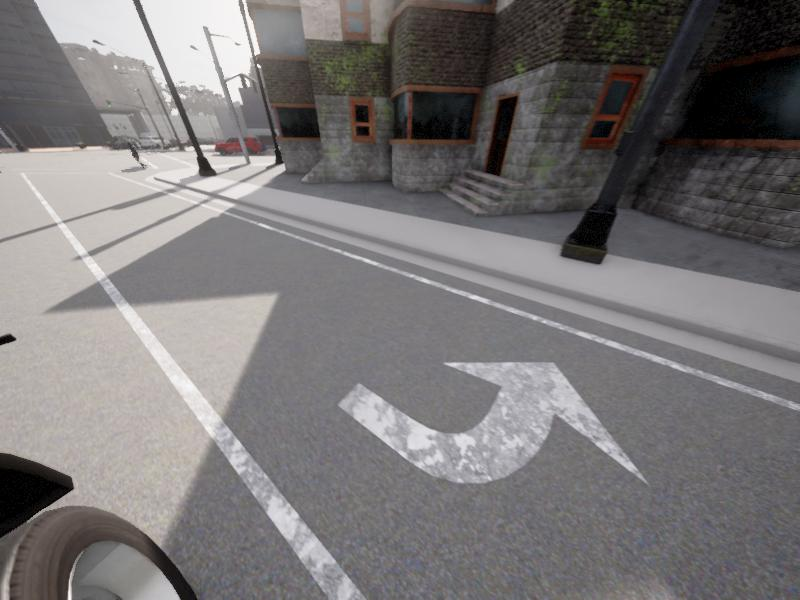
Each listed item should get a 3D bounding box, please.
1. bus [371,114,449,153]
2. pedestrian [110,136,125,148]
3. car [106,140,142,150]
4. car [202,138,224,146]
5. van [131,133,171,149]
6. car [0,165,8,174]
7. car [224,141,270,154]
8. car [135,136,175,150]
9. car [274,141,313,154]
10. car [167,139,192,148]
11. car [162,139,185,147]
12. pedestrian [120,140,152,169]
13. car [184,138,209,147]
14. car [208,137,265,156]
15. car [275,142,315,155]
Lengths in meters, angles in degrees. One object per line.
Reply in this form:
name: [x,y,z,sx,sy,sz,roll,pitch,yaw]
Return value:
bus: [1.331,-24.166,33.619,10.273,4.253,3.944,-7,36,-7]
pedestrian: [-53.846,-30.192,44.059,0.751,1.860,0.751,-6,36,-9]
car: [-49.166,-27.730,41.266,1.816,1.474,4.193,-5,36,-8]
car: [-49.150,-41.621,60.766,1.930,1.638,5.238,-2,35,-4]
van: [-50.398,-32.431,46.978,1.988,2.561,5.915,-5,36,-8]
car: [-29.611,-9.407,15.726,4.718,1.301,1.895,17,38,21]
car: [-22.466,-22.575,34.140,5.008,1.535,1.882,-6,36,-8]
car: [-46.184,-29.812,43.749,2.150,2.045,5.566,-5,36,-8]
car: [-16.077,-23.199,35.066,4.892,1.490,1.837,-6,36,-8]
car: [-47.362,-33.670,49.687,1.816,1.474,4.193,-5,36,-8]
car: [-51.580,-35.830,52.645,1.845,1.501,3.633,-6,36,-9]
pedestrian: [-20.292,-11.229,17.839,0.751,1.860,0.751,-17,39,-23]
car: [-48.433,-37.581,55.061,1.930,1.638,5.238,-5,36,-8]
car: [-21.837,-20.789,31.176,5.566,2.045,2.150,-6,36,-8]
car: [-14.644,-21.274,32.380,4.674,1.442,1.812,-6,36,-8]
